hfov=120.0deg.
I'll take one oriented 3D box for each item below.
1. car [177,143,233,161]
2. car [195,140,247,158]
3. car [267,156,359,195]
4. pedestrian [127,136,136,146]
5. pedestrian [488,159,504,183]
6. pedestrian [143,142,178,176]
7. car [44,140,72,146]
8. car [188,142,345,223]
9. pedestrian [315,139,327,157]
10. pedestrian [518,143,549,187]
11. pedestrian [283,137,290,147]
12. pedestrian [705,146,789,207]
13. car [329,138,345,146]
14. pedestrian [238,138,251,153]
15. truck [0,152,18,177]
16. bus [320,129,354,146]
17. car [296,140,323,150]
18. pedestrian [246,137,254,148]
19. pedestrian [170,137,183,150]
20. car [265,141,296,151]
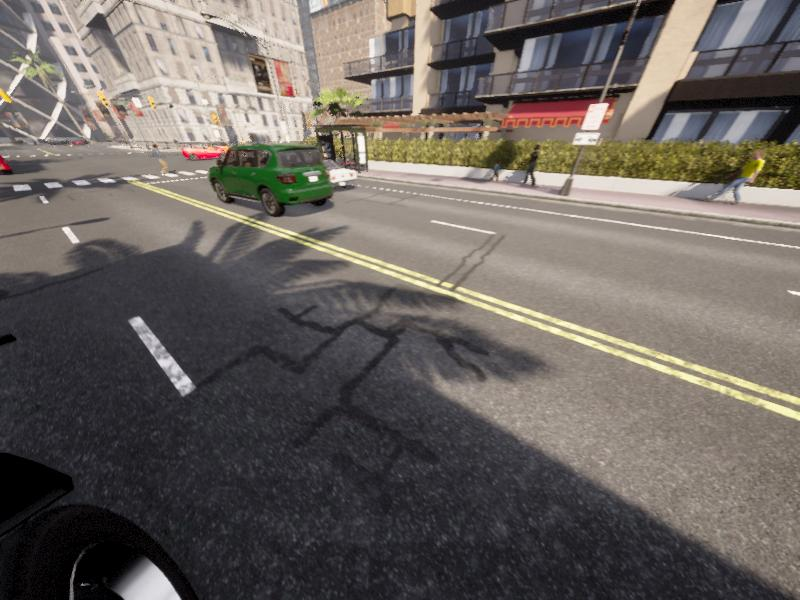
[{"bbox_3d":[-21.837,-16.720,26.080,4.514,1.525,2.007,-22,41,-29],"label":"car"},{"bbox_3d":[-22.625,-19.261,29.441,2.097,1.767,4.553,29,44,34],"label":"car"},{"bbox_3d":[-4.616,-6.662,12.181,4.718,1.301,1.895,22,41,28],"label":"car"},{"bbox_3d":[-64.777,-38.319,55.702,0.751,1.860,0.751,-26,43,-32],"label":"pedestrian"},{"bbox_3d":[5.318,-7.172,12.860,0.500,1.100,0.500,20,40,25],"label":"pedestrian"},{"bbox_3d":[-16.037,-9.442,15.485,0.751,1.860,0.751,19,39,25],"label":"pedestrian"},{"bbox_3d":[-83.800,-38.581,56.693,1.895,1.301,4.718,-15,38,-20],"label":"car"},{"bbox_3d":[-5.000,-4.661,8.686,5.566,2.045,2.150,21,40,27],"label":"car"},{"bbox_3d":[-9.730,-18.804,28.549,0.751,1.860,0.751,19,39,24],"label":"pedestrian"},{"bbox_3d":[6.814,-6.911,11.845,0.751,1.860,0.751,22,41,28],"label":"pedestrian"},{"bbox_3d":[-25.953,-36.105,52.922,0.751,1.860,0.751,18,39,23],"label":"pedestrian"},{"bbox_3d":[12.728,-4.570,8.581,0.751,1.860,0.751,22,40,27],"label":"pedestrian"},{"bbox_3d":[-19.330,-48.736,71.174,4.605,1.855,1.932,22,41,27],"label":"car"},{"bbox_3d":[-23.161,-22.983,34.362,0.751,1.860,0.751,20,40,25],"label":"pedestrian"},{"bbox_3d":[-29.672,-10.531,15.243,8.468,3.827,2.891,22,41,28],"label":"truck"},{"bbox_3d":[-20.334,-52.629,74.628,10.273,4.253,3.944,22,40,27],"label":"bus"},{"bbox_3d":[-19.223,-33.178,49.422,1.882,1.535,5.008,22,40,27],"label":"car"},{"bbox_3d":[-31.685,-33.212,48.768,0.751,1.860,0.751,24,41,29],"label":"pedestrian"},{"bbox_3d":[-39.340,-27.535,40.652,0.751,1.860,0.751,15,38,20],"label":"pedestrian"},{"bbox_3d":[-23.067,-29.958,44.859,1.837,1.490,4.892,22,41,27],"label":"car"}]
